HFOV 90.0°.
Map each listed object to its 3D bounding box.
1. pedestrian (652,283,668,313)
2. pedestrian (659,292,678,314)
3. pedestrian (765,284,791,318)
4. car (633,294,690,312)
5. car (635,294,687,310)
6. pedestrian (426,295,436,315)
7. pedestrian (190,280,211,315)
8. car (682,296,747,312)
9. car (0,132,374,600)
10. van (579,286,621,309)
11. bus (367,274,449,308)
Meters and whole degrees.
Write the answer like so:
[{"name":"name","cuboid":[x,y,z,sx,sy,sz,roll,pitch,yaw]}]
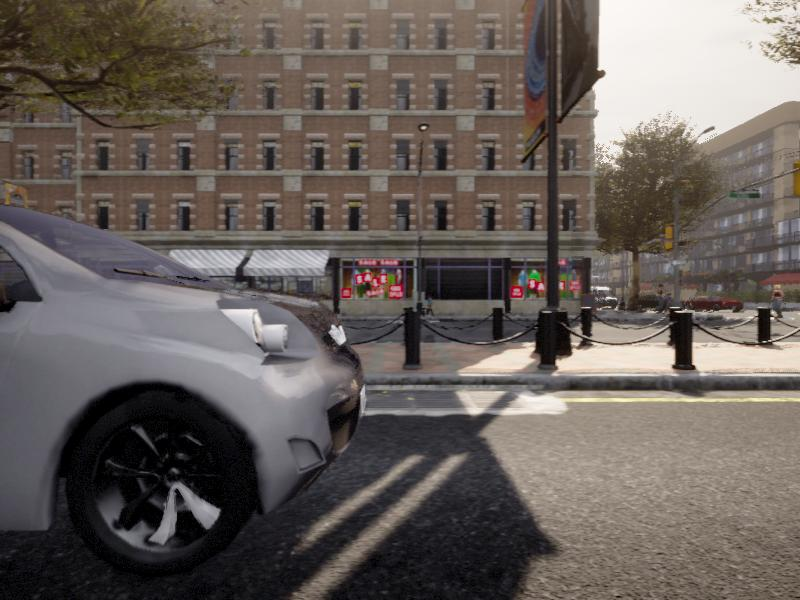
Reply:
[{"name":"pedestrian","cuboid":[16.377,-0.115,25.159,0.751,1.860,0.751,0,0,40]},{"name":"pedestrian","cuboid":[16.448,0.165,24.494,0.751,1.300,0.751,0,0,-37]},{"name":"pedestrian","cuboid":[20.975,0.037,22.195,0.751,1.860,0.751,0,0,0]},{"name":"car","cuboid":[23.263,0.244,35.855,1.837,1.490,4.892,0,0,0]},{"name":"car","cuboid":[26.731,0.200,41.201,1.801,1.575,5.366,0,0,0]},{"name":"pedestrian","cuboid":[1.706,0.265,22.007,0.500,1.100,0.500,0,0,-1]},{"name":"pedestrian","cuboid":[-10.841,-0.114,21.716,0.751,1.860,0.751,0,0,1]},{"name":"car","cuboid":[26.772,0.343,34.303,1.895,1.301,4.718,0,0,0]},{"name":"car","cuboid":[-2.015,0.228,2.174,3.633,1.501,1.845,0,0,0]},{"name":"van","cuboid":[23.198,-0.278,46.727,1.988,2.561,5.915,0,0,0]},{"name":"bus","cuboid":[1.020,-1.134,51.914,10.273,4.253,3.944,0,0,0]}]
